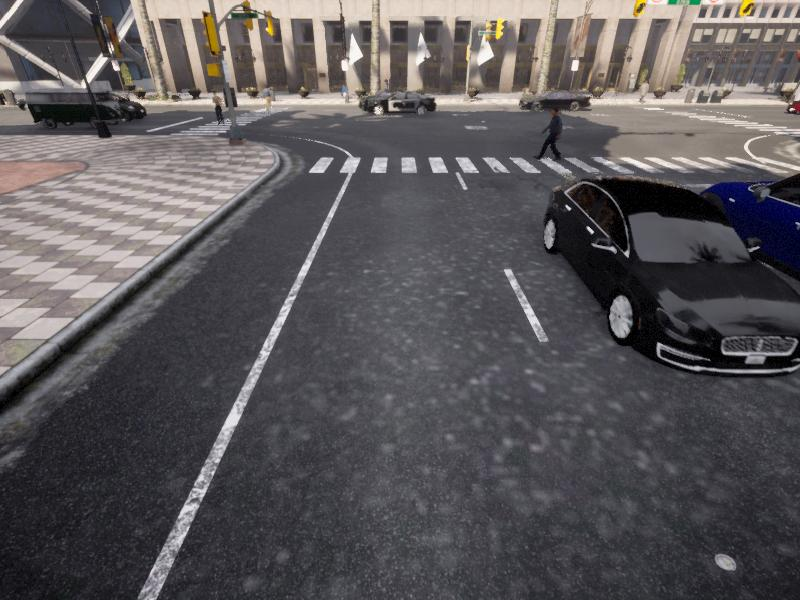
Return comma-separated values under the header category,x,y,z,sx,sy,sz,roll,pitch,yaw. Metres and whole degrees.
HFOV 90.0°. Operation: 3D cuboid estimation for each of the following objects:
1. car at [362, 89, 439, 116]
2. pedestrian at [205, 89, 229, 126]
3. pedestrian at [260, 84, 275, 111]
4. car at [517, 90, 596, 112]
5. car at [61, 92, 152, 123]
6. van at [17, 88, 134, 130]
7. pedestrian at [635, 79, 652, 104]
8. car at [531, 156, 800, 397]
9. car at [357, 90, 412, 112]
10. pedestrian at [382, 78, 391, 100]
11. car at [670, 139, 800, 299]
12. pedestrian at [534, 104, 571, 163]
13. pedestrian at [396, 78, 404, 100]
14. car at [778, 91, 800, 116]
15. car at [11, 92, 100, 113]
category,x,y,z,sx,sy,sz,roll,pitch,yaw
car,0.036,-14.180,28.678,5.238,1.638,1.930,0,30,0
pedestrian,-10.629,-11.220,23.342,0.751,1.860,0.751,-4,31,-7
pedestrian,-10.244,-15.668,30.960,0.751,1.860,0.751,-5,31,-9
car,12.269,-15.795,31.689,5.357,1.411,2.033,0,30,0
car,-18.555,-12.309,25.506,3.988,1.617,1.851,-2,30,-3
van,-17.950,-10.716,22.398,4.442,1.987,1.775,-1,30,-2
pedestrian,21.658,-18.554,35.602,0.751,1.860,0.751,21,36,31
car,3.662,-0.873,6.024,1.837,1.490,4.892,0,31,1
car,-1.207,-15.834,31.780,4.181,1.385,1.994,0,30,0
pedestrian,-1.304,-20.470,38.883,0.751,1.860,0.751,0,30,0
car,7.074,-1.332,6.520,2.097,1.767,4.553,0,30,0
pedestrian,5.405,-5.922,14.269,0.751,1.860,0.751,2,30,4
pedestrian,0.024,-20.831,39.502,0.751,1.860,0.751,-2,30,-3
car,30.597,-14.000,28.528,4.792,1.488,2.163,0,30,0
car,-26.467,-15.298,30.935,4.718,1.301,1.895,-5,31,-9
